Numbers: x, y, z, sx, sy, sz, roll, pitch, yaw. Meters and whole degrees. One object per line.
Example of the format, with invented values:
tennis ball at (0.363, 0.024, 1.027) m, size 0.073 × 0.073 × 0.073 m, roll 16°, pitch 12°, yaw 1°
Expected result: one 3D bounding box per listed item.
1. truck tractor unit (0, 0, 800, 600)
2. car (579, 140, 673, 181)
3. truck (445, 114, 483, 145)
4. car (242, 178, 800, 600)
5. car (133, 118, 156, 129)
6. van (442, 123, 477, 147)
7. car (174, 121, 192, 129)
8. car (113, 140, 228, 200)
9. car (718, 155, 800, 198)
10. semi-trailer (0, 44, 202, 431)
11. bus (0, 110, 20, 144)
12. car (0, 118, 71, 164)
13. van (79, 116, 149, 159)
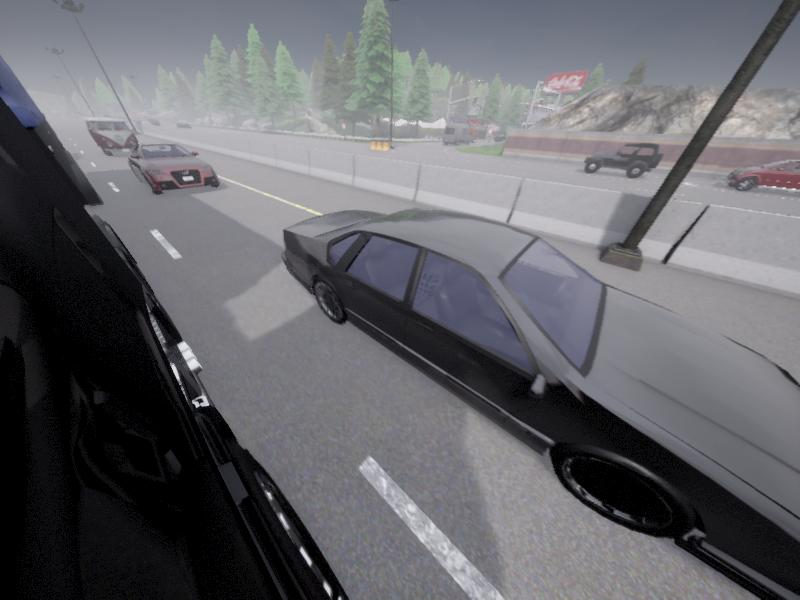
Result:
truck tractor unit at (-2.645, -0.295, 0.352) m, size 6.516 × 4.208 × 3.053 m, roll 28°, pitch 44°, yaw 30°
car at (14.687, -9.345, 15.311) m, size 3.866 × 1.878 × 1.905 m, roll 28°, pitch 44°, yaw 30°
truck at (10.965, -29.002, 39.301) m, size 2.891 × 3.827 × 8.468 m, roll 22°, pitch 41°, yaw 24°
car at (0.676, -0.116, 2.656) m, size 5.357 × 1.411 × 2.033 m, roll 28°, pitch 44°, yaw 30°
car at (-55.428, -38.272, 50.035) m, size 5.027 × 1.651 × 2.152 m, roll 28°, pitch 44°, yaw 30°
van at (8.592, -23.853, 33.396) m, size 1.988 × 2.561 × 5.915 m, roll 28°, pitch 44°, yaw 30°
car at (-51.612, -41.602, 54.951) m, size 4.718 × 1.301 × 1.895 m, roll 28°, pitch 44°, yaw 30°
car at (-8.779, -5.136, 8.818) m, size 4.181 × 1.385 × 1.994 m, roll 28°, pitch 44°, yaw 30°
car at (19.991, -6.387, 11.959) m, size 3.705 × 1.549 × 1.789 m, roll 28°, pitch 44°, yaw 30°
semi-trailer at (-8.706, -3.592, 4.230) m, size 14.254 × 4.402 × 2.717 m, roll 28°, pitch 44°, yaw 30°
bus at (-36.776, -15.806, 19.013) m, size 10.273 × 4.253 × 3.944 m, roll 28°, pitch 44°, yaw 29°
car at (-20.669, -8.883, 12.774) m, size 4.553 × 1.767 × 2.097 m, roll 28°, pitch 44°, yaw 30°
van at (-18.621, -10.618, 15.039) m, size 4.442 × 1.987 × 1.775 m, roll 28°, pitch 44°, yaw 30°
